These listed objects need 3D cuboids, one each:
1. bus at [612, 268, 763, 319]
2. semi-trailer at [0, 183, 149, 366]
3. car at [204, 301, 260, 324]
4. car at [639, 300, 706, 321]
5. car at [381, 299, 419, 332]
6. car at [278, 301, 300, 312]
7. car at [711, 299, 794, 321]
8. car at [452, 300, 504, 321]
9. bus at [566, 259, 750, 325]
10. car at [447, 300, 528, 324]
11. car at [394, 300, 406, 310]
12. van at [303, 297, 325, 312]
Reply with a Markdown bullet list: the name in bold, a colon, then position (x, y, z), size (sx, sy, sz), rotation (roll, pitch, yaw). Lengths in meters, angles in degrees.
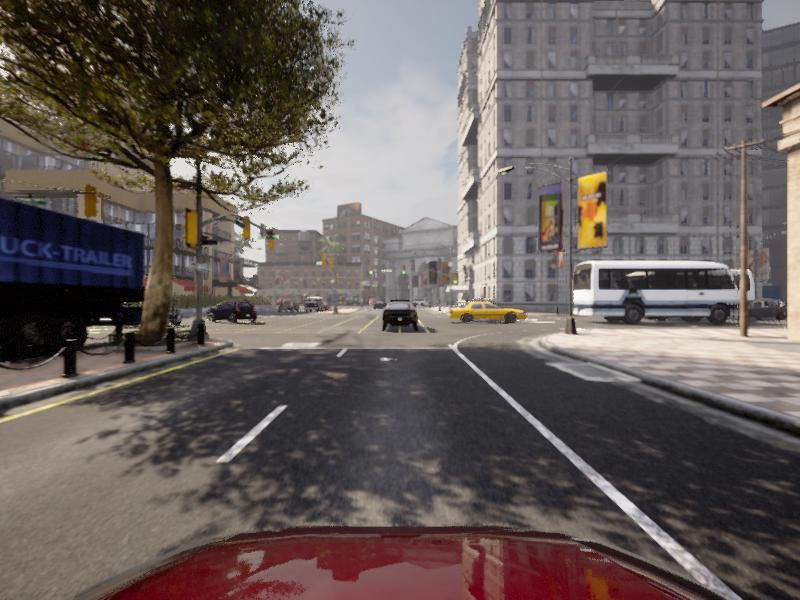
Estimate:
- **bus**: position (24.553, -0.531, 34.726), size (10.273, 4.253, 3.944), rotation (0, 0, 0)
- **semi-trailer**: position (-11.068, -0.616, 8.050), size (2.717, 4.402, 14.254), rotation (0, 0, 2)
- **car**: position (-11.722, 0.827, 27.850), size (3.633, 1.501, 1.845), rotation (0, 0, 33)
- **car**: position (21.269, 0.791, 31.336), size (3.988, 1.617, 1.851), rotation (0, 0, 0)
- **car**: position (0.000, 0.773, 22.687), size (1.930, 1.638, 5.238), rotation (0, 0, 0)
- **car**: position (-14.999, 0.875, 54.292), size (1.812, 1.442, 4.674), rotation (0, 0, 0)
- **car**: position (27.521, 0.759, 31.362), size (4.611, 1.667, 2.242), rotation (0, 0, 0)
- **car**: position (6.033, 0.820, 31.250), size (3.705, 1.549, 1.789), rotation (0, 0, 0)
- **bus**: position (17.574, -0.532, 27.936), size (10.273, 4.253, 3.944), rotation (0, 0, 0)
- **car**: position (6.015, 0.804, 27.974), size (5.366, 1.575, 1.801), rotation (0, 0, 6)
- **car**: position (0.027, 0.849, 70.676), size (2.152, 1.651, 5.027), rotation (0, 0, 0)
- **van**: position (-11.494, 0.576, 53.679), size (2.069, 2.038, 4.480), rotation (0, 0, 0)
